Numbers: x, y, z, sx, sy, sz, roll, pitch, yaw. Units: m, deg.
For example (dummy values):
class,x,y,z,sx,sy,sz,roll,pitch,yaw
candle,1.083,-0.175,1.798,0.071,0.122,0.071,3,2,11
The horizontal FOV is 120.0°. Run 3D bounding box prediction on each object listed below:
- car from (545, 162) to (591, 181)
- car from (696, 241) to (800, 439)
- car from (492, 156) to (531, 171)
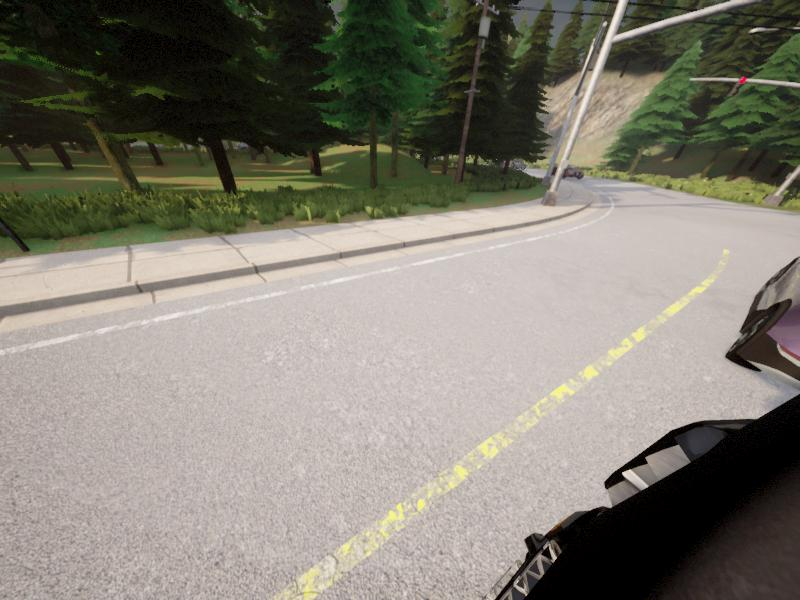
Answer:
class,x,y,z,sx,sy,sz,roll,pitch,yaw
car,18.802,-14.563,26.090,1.994,1.385,4.181,2,34,-2
car,6.133,0.166,2.697,4.856,1.649,2.033,-17,39,-28
car,16.701,-20.661,34.880,2.152,1.651,5.027,-12,36,-21
